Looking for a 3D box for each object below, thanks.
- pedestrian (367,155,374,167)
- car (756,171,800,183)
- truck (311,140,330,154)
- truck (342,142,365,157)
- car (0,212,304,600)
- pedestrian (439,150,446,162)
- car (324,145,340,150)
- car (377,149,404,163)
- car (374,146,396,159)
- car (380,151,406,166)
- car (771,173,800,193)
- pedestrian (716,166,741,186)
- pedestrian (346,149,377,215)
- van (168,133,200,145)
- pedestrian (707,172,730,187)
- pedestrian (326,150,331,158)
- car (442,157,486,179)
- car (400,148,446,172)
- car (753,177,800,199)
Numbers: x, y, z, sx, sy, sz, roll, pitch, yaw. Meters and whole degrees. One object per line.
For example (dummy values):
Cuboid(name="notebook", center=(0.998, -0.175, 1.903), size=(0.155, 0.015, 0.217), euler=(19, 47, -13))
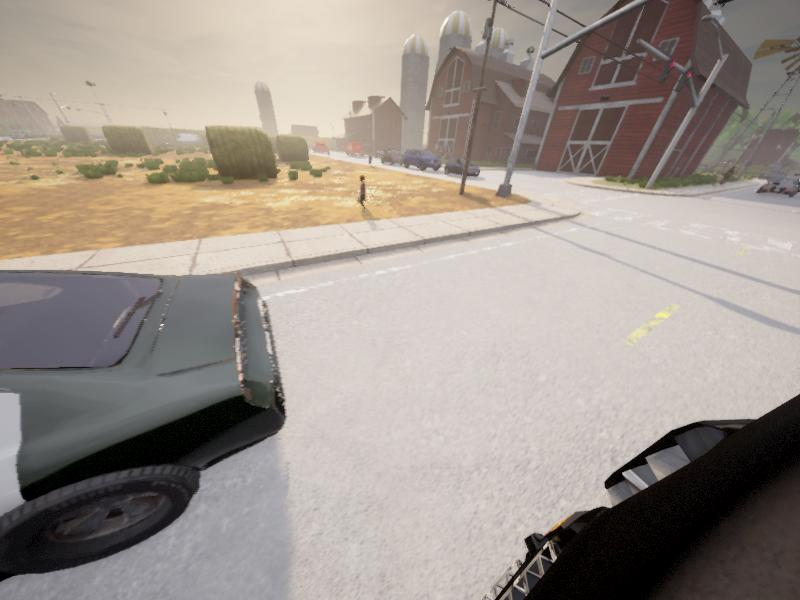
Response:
Cuboid(name="pedestrian", center=(-3.210, -15.033, 24.967), size=(0.500, 1.100, 0.500), euler=(30, 42, 35))
Cuboid(name="car", center=(67.446, -21.921, 41.096), size=(1.994, 1.385, 4.181), euler=(-24, 42, -35))
Cuboid(name="truck", center=(-18.852, -36.262, 54.723), size=(2.627, 2.467, 5.204), euler=(-17, 39, -27))
Cuboid(name="truck", center=(-9.739, -31.426, 48.204), size=(2.627, 2.467, 5.204), euler=(-17, 39, -27))
Cuboid(name="car", center=(-3.407, 0.821, 1.068), size=(4.974, 1.542, 2.038), euler=(-16, 38, -26))
Cuboid(name="pedestrian", center=(8.009, -27.007, 43.207), size=(0.751, 1.860, 0.751), euler=(-18, 39, -28))
Cuboid(name="car", center=(-24.707, -55.630, 84.276), size=(4.974, 1.542, 2.038), euler=(-16, 38, -27))
Cuboid(name="car", center=(-1.620, -23.503, 37.639), size=(2.152, 1.651, 5.027), euler=(-17, 39, -27))
Cuboid(name="car", center=(-2.884, -29.304, 45.788), size=(3.866, 1.878, 1.905), euler=(10, 40, 13))
Cuboid(name="car", center=(-1.038, -19.230, 31.365), size=(1.789, 1.549, 3.705), euler=(-17, 38, -27))
Cuboid(name="car", center=(43.701, -12.994, 25.518), size=(5.238, 1.638, 1.930), euler=(-16, 38, -27))
Cuboid(name="pedestrian", center=(35.990, -13.615, 25.320), size=(0.751, 1.860, 0.751), euler=(-17, 39, -28))
Cuboid(name="pedestrian", center=(-1.258, -3.907, 7.704), size=(0.751, 1.860, 0.751), euler=(-12, 37, -22))
Cuboid(name="van", center=(-60.668, -45.457, 65.199), size=(5.915, 2.561, 1.988), euler=(-16, 38, -27))
Cuboid(name="pedestrian", center=(32.966, -12.501, 23.909), size=(0.751, 1.300, 0.751), euler=(-17, 38, -27))
Cuboid(name="pedestrian", center=(-11.024, -22.545, 35.648), size=(0.500, 1.100, 0.500), euler=(-21, 41, -32))
Cuboid(name="car", center=(6.003, -12.651, 22.039), size=(1.845, 1.501, 3.633), euler=(-17, 39, -27))
Cuboid(name="car", center=(2.463, -16.187, 26.618), size=(2.150, 2.045, 5.566), euler=(-17, 38, -27))
Cuboid(name="car", center=(33.758, -9.980, 20.435), size=(4.181, 1.385, 1.994), euler=(-16, 38, -27))
